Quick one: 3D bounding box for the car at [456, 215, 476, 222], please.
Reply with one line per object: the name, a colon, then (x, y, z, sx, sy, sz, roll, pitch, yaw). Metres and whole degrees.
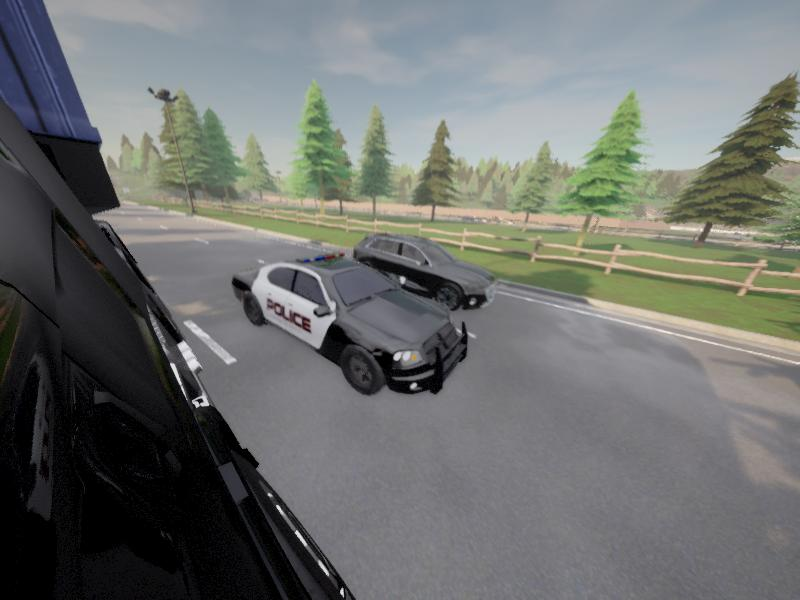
car: (16.640, -20.683, 58.498, 4.181, 1.385, 1.994, 18, 26, 31)

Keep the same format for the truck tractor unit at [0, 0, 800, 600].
truck tractor unit: (-2.645, -0.295, 0.351, 6.516, 4.208, 3.053, 28, 44, 30)

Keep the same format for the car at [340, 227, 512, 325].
car: (0.562, -1.128, 7.334, 4.856, 1.649, 2.033, 19, 27, 30)

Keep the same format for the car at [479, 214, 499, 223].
car: (23.814, -21.837, 61.846, 4.605, 1.855, 1.932, 18, 26, 31)

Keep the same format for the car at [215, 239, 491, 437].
car: (-1.195, -0.032, 4.494, 4.974, 1.542, 2.038, 18, 26, 31)

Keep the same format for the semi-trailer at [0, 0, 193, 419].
semi-trailer: (-9.041, -2.446, 4.868, 14.254, 4.402, 2.717, 13, 24, 33)

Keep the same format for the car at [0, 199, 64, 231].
car: (-22.176, -5.113, 13.735, 4.181, 1.385, 1.994, 18, 26, 31)
